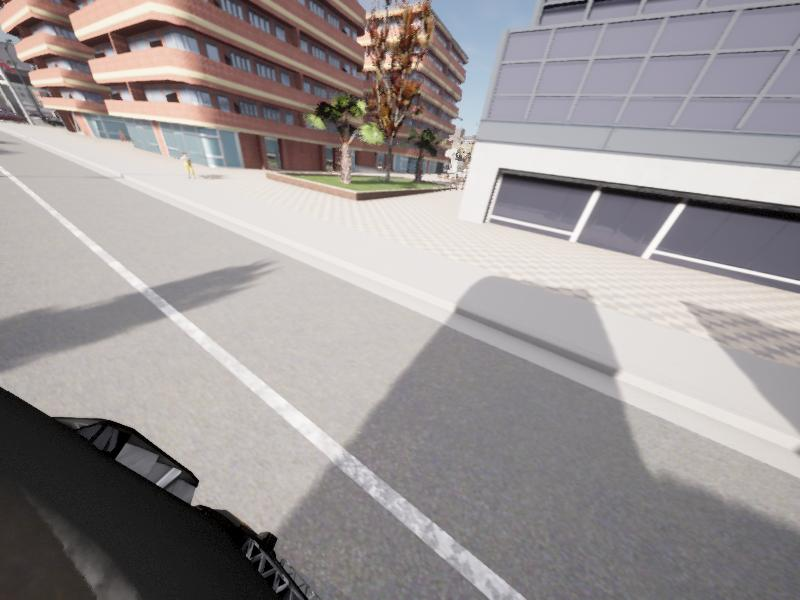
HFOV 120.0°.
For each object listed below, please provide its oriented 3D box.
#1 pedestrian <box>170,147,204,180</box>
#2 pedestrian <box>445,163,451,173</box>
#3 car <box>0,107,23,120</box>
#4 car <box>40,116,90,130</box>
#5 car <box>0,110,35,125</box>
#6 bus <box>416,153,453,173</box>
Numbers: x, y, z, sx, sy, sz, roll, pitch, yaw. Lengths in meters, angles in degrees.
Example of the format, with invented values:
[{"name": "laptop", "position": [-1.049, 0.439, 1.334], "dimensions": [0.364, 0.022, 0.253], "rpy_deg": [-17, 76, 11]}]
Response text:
[{"name": "pedestrian", "position": [-10.631, -6.781, 11.549], "dimensions": [0.751, 1.300, 0.751], "rpy_deg": [26, 35, 27]}, {"name": "pedestrian", "position": [10.843, -30.031, 52.686], "dimensions": [0.751, 1.860, 0.751], "rpy_deg": [23, 34, 24]}, {"name": "car", "position": [-79.513, -38.060, 46.932], "dimensions": [4.611, 1.667, 2.242], "rpy_deg": [23, 34, 24]}, {"name": "car", "position": [-60.582, -32.011, 41.853], "dimensions": [1.895, 1.301, 4.718], "rpy_deg": [23, 34, 23]}, {"name": "car", "position": [-60.884, -28.223, 35.479], "dimensions": [1.812, 1.442, 4.674], "rpy_deg": [23, 34, 23]}, {"name": "bus", "position": [10.765, -42.980, 72.394], "dimensions": [10.273, 4.253, 3.944], "rpy_deg": [22, 34, 24]}]
